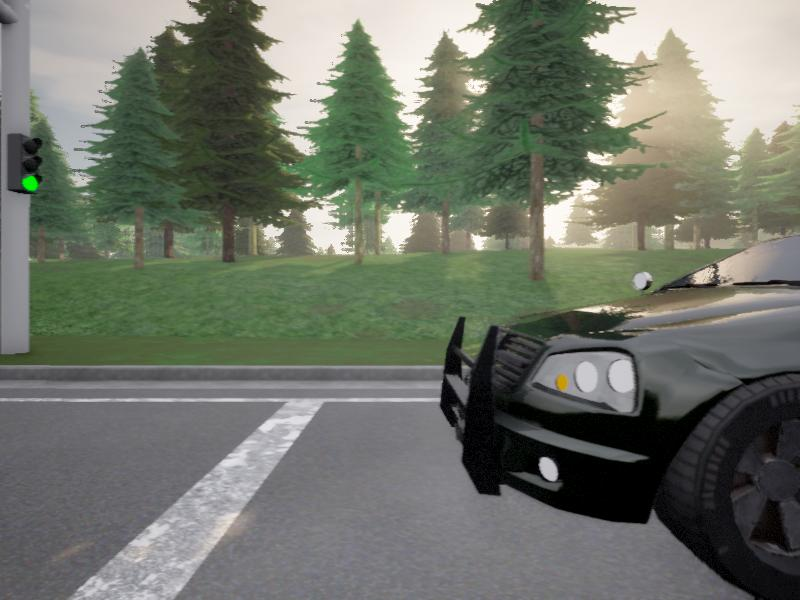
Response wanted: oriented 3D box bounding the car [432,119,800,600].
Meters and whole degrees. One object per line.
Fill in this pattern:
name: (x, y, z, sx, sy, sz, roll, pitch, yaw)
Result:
car: (2.754, 0.227, 2.218, 4.974, 1.542, 2.038, 0, 0, 0)
